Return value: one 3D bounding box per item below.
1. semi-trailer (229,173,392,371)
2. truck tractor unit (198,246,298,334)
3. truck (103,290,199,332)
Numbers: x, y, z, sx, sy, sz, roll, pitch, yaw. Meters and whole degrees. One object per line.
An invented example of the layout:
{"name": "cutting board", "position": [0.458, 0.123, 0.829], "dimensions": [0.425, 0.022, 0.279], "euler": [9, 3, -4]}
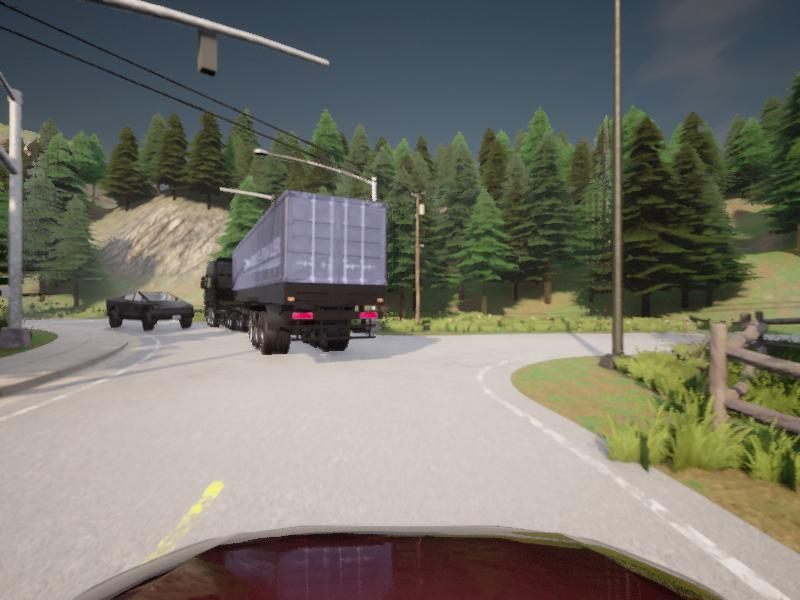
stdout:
{"name": "semi-trailer", "position": [-4.704, -0.595, 15.842], "dimensions": [2.717, 4.402, 14.254], "euler": [1, 0, -27]}
{"name": "truck tractor unit", "position": [-8.765, -0.494, 22.576], "dimensions": [3.053, 4.208, 6.516], "euler": [0, 0, -43]}
{"name": "truck", "position": [-14.379, 0.573, 22.962], "dimensions": [6.274, 2.098, 2.390], "euler": [0, 0, 34]}
